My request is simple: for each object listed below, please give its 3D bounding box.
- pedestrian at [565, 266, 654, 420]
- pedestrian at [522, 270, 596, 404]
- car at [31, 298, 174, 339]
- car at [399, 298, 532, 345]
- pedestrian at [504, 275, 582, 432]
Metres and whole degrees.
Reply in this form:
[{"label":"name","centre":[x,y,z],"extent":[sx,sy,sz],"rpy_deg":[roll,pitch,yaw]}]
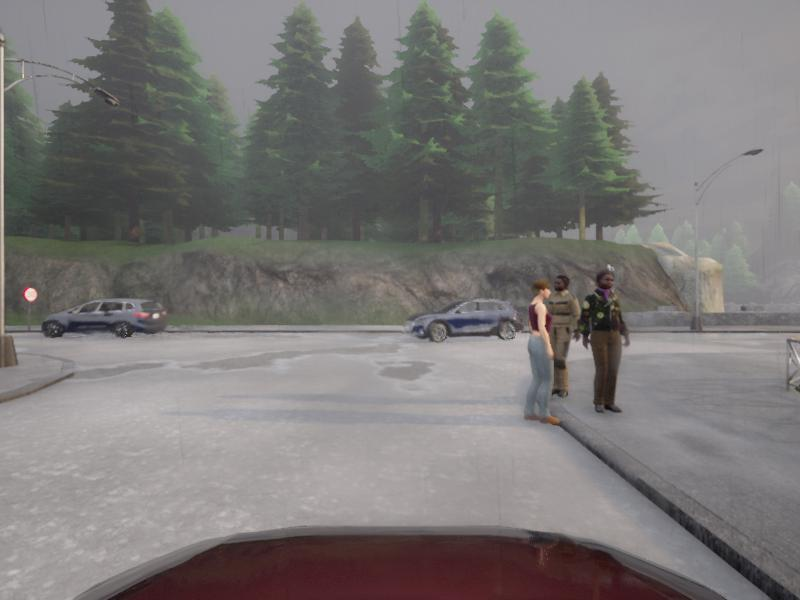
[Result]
[{"label":"pedestrian","centre":[2.683,0.518,5.207],"extent":[0.751,1.860,0.751],"rpy_deg":[0,0,-3]},{"label":"pedestrian","centre":[2.407,0.518,6.088],"extent":[0.751,1.860,0.751],"rpy_deg":[0,0,-31]},{"label":"car","centre":[-12.857,0.762,17.551],"extent":[4.611,1.667,2.242],"rpy_deg":[0,0,1]},{"label":"car","centre":[2.587,0.783,16.018],"extent":[4.856,1.649,2.033],"rpy_deg":[0,-1,-17]},{"label":"pedestrian","centre":[1.795,0.639,5.135],"extent":[0.751,1.860,0.751],"rpy_deg":[0,0,1]}]
